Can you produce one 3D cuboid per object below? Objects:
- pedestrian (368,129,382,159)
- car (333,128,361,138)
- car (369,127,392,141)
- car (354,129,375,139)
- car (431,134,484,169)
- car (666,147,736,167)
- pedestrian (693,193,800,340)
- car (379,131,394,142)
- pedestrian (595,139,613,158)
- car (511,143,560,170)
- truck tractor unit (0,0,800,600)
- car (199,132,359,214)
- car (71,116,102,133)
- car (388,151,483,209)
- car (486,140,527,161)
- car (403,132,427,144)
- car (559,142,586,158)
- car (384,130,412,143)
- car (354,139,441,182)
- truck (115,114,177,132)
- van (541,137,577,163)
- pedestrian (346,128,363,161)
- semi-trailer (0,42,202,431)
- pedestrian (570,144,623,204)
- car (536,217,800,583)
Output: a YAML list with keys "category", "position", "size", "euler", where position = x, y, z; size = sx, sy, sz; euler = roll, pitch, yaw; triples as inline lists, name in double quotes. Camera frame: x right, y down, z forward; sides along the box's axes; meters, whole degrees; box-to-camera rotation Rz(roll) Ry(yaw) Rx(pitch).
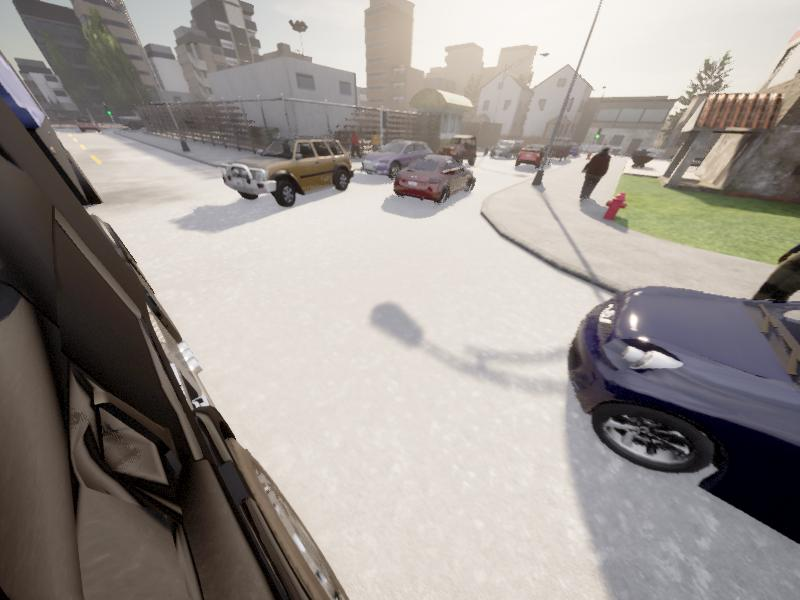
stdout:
- category: "pedestrian"
  position: [-1.875, -11.814, 17.530]
  size: [0.751, 1.860, 0.751]
  euler: [28, 44, 30]
- category: "car"
  position: [-10.685, -33.907, 46.950]
  size: [2.033, 1.415, 5.357]
  euler: [28, 44, 30]
- category: "car"
  position: [-3.507, -29.859, 41.623]
  size: [1.905, 1.878, 3.866]
  euler: [28, 44, 30]
- category: "car"
  position: [-6.836, -32.223, 44.848]
  size: [1.845, 1.501, 3.633]
  euler: [28, 44, 30]
- category: "car"
  position: [4.285, -10.995, 17.039]
  size: [1.905, 1.878, 3.866]
  euler: [28, 44, 30]
- category: "car"
  position: [35.812, -17.217, 27.743]
  size: [4.792, 1.488, 2.163]
  euler: [28, 44, 30]
- category: "pedestrian"
  position: [5.103, -0.471, 2.852]
  size: [0.751, 1.860, 0.751]
  euler: [8, 37, 7]
- category: "car"
  position: [-2.415, -28.428, 40.132]
  size: [1.481, 1.379, 2.207]
  euler: [28, 44, 30]
- category: "pedestrian"
  position: [24.950, -18.597, 28.325]
  size: [0.751, 1.860, 0.751]
  euler: [10, 37, 9]
- category: "car"
  position: [11.011, -11.700, 18.723]
  size: [2.007, 1.525, 4.514]
  euler: [28, 44, 30]
- category: "truck tractor unit"
  position: [-2.645, -0.295, 0.351]
  size: [6.516, 4.208, 3.053]
  euler: [28, 44, 30]
- category: "car"
  position: [-3.617, -4.741, 8.184]
  size: [1.932, 1.855, 4.605]
  euler: [17, 39, 18]
- category: "car"
  position: [-42.539, -23.893, 31.454]
  size: [1.851, 1.617, 3.988]
  euler: [-28, 47, -35]
- category: "car"
  position: [1.566, -5.025, 9.326]
  size: [1.994, 1.385, 4.181]
  euler: [23, 41, 25]
- category: "car"
  position: [11.005, -15.452, 23.743]
  size: [2.128, 1.511, 4.902]
  euler: [28, 44, 29]
- category: "car"
  position: [2.510, -26.880, 38.326]
  size: [1.816, 1.474, 4.193]
  euler: [28, 44, 30]
- category: "car"
  position: [22.334, -19.445, 29.847]
  size: [1.816, 1.474, 4.193]
  euler: [28, 43, 29]
- category: "car"
  position: [-0.388, -27.908, 39.396]
  size: [2.242, 1.667, 4.611]
  euler: [28, 44, 30]
- category: "car"
  position: [0.047, -7.986, 12.966]
  size: [2.033, 1.649, 4.856]
  euler: [28, 44, 30]
- category: "truck"
  position: [-41.957, -29.379, 38.408]
  size: [2.390, 2.098, 6.274]
  euler: [28, 44, 30]
- category: "van"
  position: [16.579, -15.688, 24.030]
  size: [1.775, 1.987, 4.442]
  euler: [28, 44, 30]
- category: "pedestrian"
  position: [-3.161, -10.935, 16.272]
  size: [0.751, 1.860, 0.751]
  euler: [29, 44, 30]
- category: "semi-trailer"
  position: [-8.698, -3.609, 4.221]
  size: [14.254, 4.402, 2.717]
  euler: [28, 44, 30]
- category: "pedestrian"
  position: [7.317, -4.720, 8.670]
  size: [0.751, 1.860, 0.751]
  euler: [28, 44, 30]
- category: "car"
  position: [3.313, 0.864, 1.441]
  size: [3.633, 1.501, 1.845]
  euler: [28, 44, 30]
